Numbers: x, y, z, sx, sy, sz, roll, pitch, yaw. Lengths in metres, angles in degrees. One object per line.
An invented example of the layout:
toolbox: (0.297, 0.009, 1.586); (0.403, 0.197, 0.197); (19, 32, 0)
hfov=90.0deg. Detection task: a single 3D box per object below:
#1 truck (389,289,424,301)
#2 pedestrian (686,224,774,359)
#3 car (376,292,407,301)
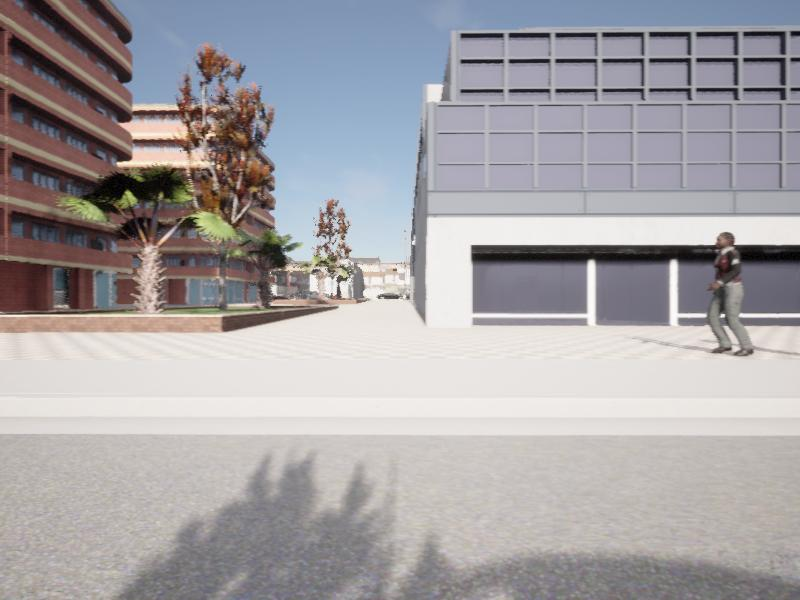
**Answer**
truck: (1.190, -0.832, 73.412); (6.274, 2.098, 2.390); (0, 0, 0)
pedestrian: (4.847, -0.119, 5.942); (0.751, 1.860, 0.751); (0, 0, 13)
car: (-1.425, -0.578, 66.436); (5.008, 1.535, 1.882); (1, 0, 0)
